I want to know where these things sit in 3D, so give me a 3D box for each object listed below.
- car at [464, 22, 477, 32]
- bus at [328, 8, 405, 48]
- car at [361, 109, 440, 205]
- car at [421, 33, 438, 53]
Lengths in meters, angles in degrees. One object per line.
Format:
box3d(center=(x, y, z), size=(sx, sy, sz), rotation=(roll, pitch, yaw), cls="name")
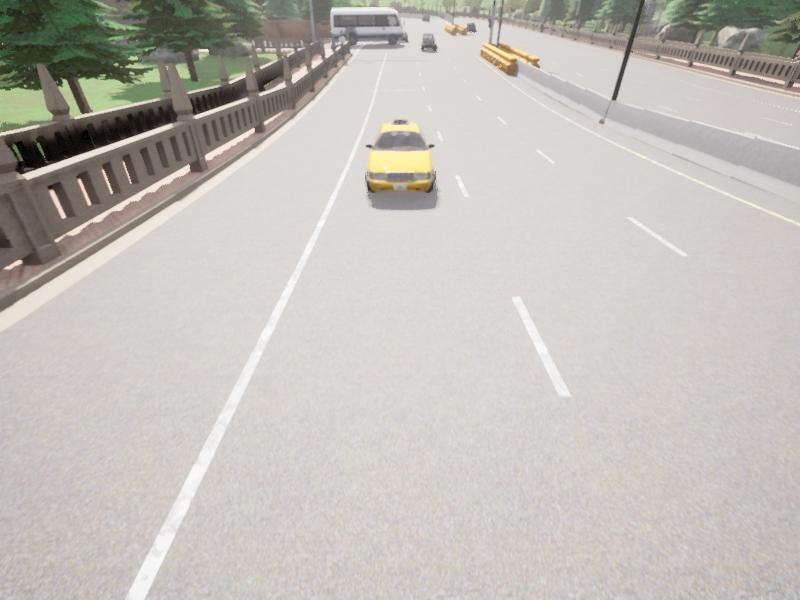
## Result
box3d(center=(14.352, -55.592, 81.434), size=(1.851, 1.617, 3.988), rotation=(0, 37, 0), cls="car")
box3d(center=(-4.567, -38.163, 56.051), size=(10.273, 4.253, 3.944), rotation=(-4, 37, -4), cls="bus")
box3d(center=(0.007, -4.434, 11.794), size=(1.801, 1.575, 5.366), rotation=(0, 32, 0), cls="car")
box3d(center=(3.628, -32.272, 50.171), size=(1.905, 1.878, 3.866), rotation=(0, 37, 0), cls="car")
